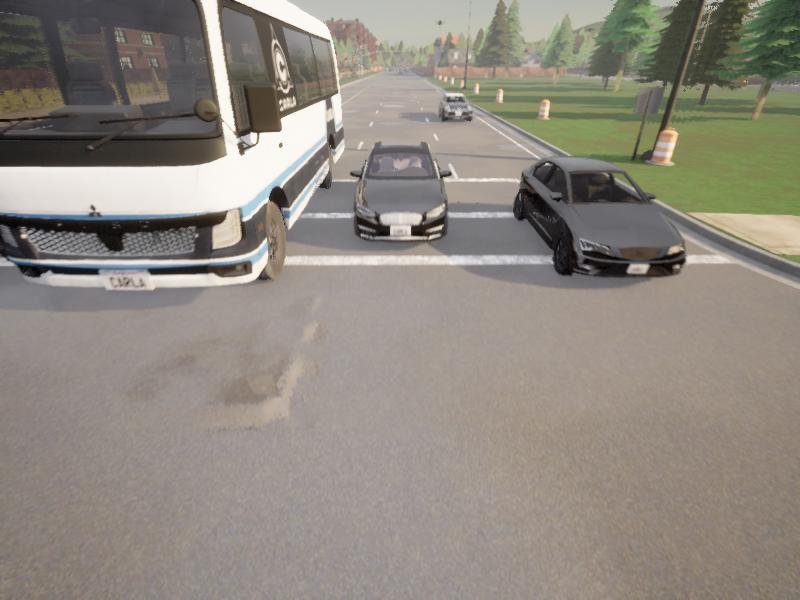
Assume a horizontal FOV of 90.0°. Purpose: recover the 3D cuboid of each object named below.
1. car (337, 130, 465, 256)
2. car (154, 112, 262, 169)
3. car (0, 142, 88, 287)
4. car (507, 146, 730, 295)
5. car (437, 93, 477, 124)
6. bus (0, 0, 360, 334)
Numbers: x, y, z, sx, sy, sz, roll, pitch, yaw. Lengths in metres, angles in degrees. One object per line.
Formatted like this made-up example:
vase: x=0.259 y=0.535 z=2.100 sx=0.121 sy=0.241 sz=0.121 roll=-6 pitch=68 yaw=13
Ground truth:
car: x=0.023 y=-2.716 z=9.129 sx=2.128 sy=1.511 sz=4.902 roll=0 pitch=30 yaw=0
car: x=-6.982 y=-6.156 z=15.145 sx=1.994 sy=1.385 sz=4.181 roll=0 pitch=30 yaw=0
car: x=-7.300 y=-1.002 z=5.829 sx=1.905 sy=1.878 sz=3.866 roll=3 pitch=30 yaw=5
car: x=3.514 y=-1.767 z=7.548 sx=1.816 sy=1.474 sz=4.193 roll=0 pitch=30 yaw=0
car: x=3.520 y=-12.311 z=25.552 sx=1.970 sy=1.475 sz=3.806 roll=0 pitch=30 yaw=0
bus: x=-3.366 y=-3.972 z=8.569 sx=3.944 sy=4.253 sz=10.273 roll=0 pitch=30 yaw=0
